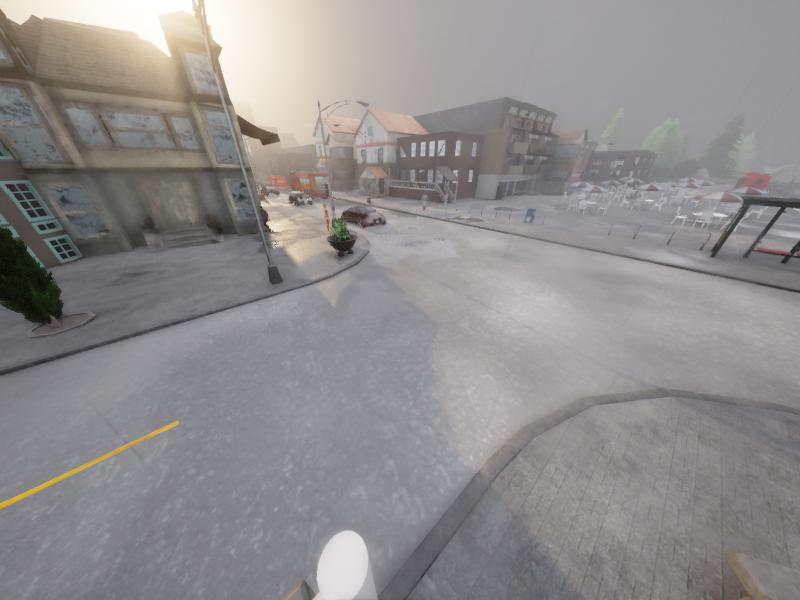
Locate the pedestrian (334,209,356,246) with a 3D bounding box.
[{"bbox_3d":[-3.168,-4.164,13.309,0.751,1.860,0.751,-23,37,-34],"label":"pedestrian"}]

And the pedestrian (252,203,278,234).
[{"bbox_3d":[-9.146,-5.531,15.703,0.751,1.860,0.751,15,33,24],"label":"pedestrian"}]

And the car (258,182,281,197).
[{"bbox_3d":[-21.097,-17.860,37.254,1.905,1.878,3.866,-23,37,-34],"label":"car"}]

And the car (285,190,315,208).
[{"bbox_3d":[-12.190,-12.379,28.177,1.970,1.475,3.806,-23,37,-34],"label":"car"}]

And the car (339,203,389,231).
[{"bbox_3d":[-2.939,-6.831,18.674,1.994,1.385,4.181,-23,37,-34],"label":"car"}]

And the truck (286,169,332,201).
[{"bbox_3d":[-13.664,-17.391,34.510,2.891,3.827,8.468,-23,37,-34],"label":"truck"}]

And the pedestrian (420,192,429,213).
[{"bbox_3d":[2.417,-9.526,22.595,0.751,1.860,0.751,2,30,4],"label":"pedestrian"}]

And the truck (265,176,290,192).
[{"bbox_3d":[-24.269,-23.101,45.755,2.627,2.467,5.204,-23,37,-34],"label":"truck"}]

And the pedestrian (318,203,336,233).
[{"bbox_3d":[-5.016,-5.658,15.897,0.751,1.860,0.751,0,30,1],"label":"pedestrian"}]
